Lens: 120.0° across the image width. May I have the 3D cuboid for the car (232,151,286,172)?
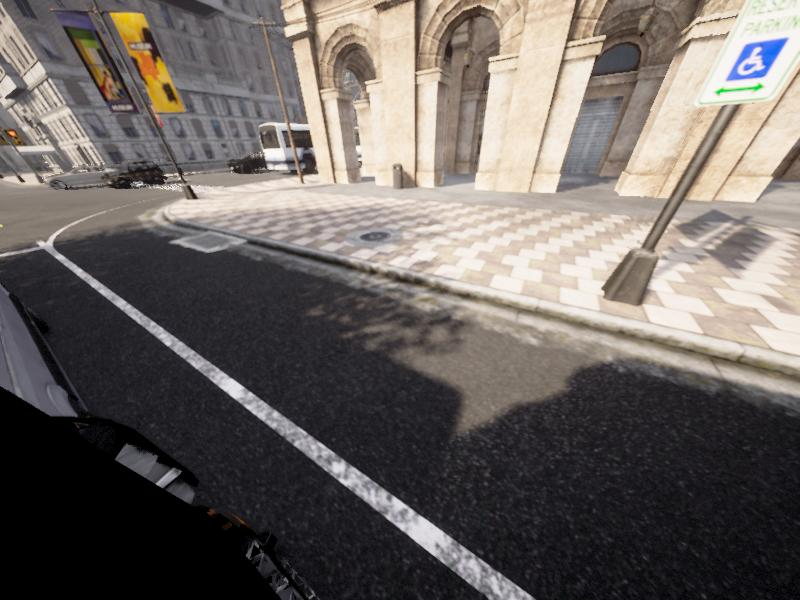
[{"bbox_3d":[-18.561,-18.570,30.887,2.150,2.045,5.566,16,38,25],"label":"car"}]

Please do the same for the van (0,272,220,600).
[{"bbox_3d":[-4.250,0.340,1.336,5.915,2.561,1.988,16,38,26],"label":"van"}]

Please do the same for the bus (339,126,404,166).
[{"bbox_3d":[-3.641,-22.810,34.274,3.944,4.253,10.273,16,38,26],"label":"bus"}]

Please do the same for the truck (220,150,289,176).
[{"bbox_3d":[-16.913,-16.316,27.377,2.390,2.098,6.274,16,38,25],"label":"truck"}]

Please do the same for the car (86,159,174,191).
[{"bbox_3d":[-21.936,-10.374,19.031,1.905,1.878,3.866,11,36,19],"label":"car"}]

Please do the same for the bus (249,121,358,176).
[{"bbox_3d":[-9.812,-16.799,25.710,3.944,4.253,10.273,17,38,26],"label":"bus"}]

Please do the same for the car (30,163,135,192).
[{"bbox_3d":[-27.302,-10.819,20.278,5.027,1.651,2.152,-29,42,-33],"label":"car"}]
